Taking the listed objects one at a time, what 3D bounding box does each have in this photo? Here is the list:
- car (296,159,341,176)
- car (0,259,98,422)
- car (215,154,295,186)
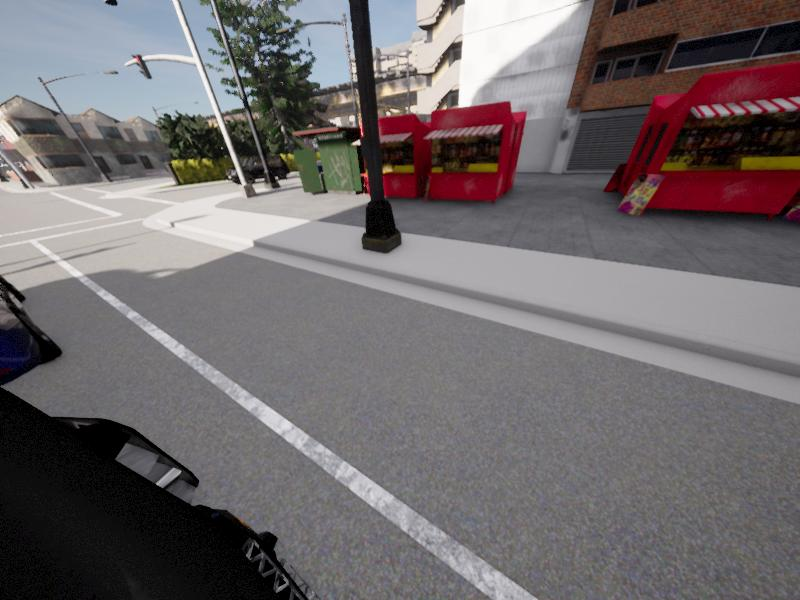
[{"bbox_3d":[-9.319,-15.368,26.719,1.895,1.301,4.718,15,38,26],"label":"car"},{"bbox_3d":[-6.373,0.234,2.710,4.792,1.488,2.163,16,38,26],"label":"car"},{"bbox_3d":[-13.019,-12.043,21.319,2.150,2.045,5.566,15,38,26],"label":"car"}]
